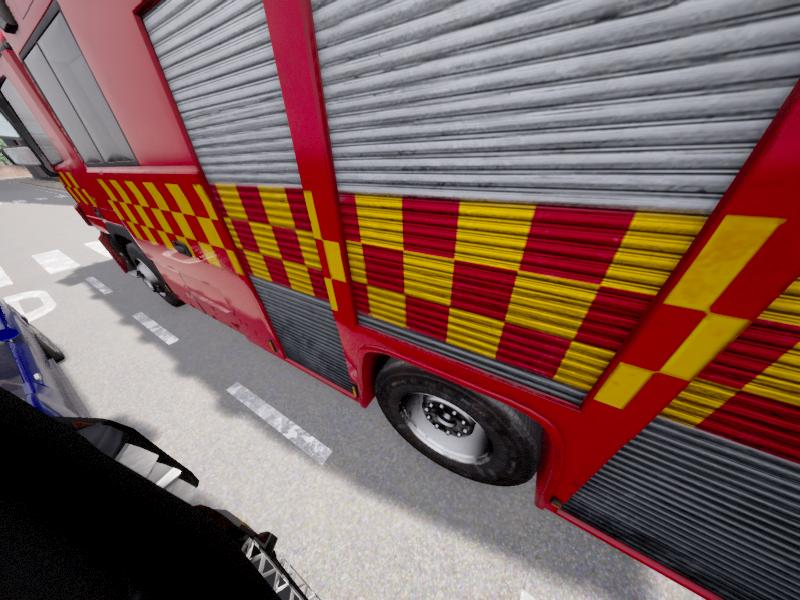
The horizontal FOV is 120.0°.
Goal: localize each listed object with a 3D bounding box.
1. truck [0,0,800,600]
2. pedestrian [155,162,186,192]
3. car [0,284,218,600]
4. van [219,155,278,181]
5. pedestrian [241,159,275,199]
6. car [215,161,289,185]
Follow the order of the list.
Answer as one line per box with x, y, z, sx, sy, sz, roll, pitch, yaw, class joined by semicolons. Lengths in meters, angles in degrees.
-1.189;-1.507;2.851;8.468;3.827;2.891;16;38;26;truck
-17.052;-9.143;17.216;0.751;1.860;0.751;17;39;28;pedestrian
-3.697;1.054;1.476;4.718;1.301;1.895;16;38;26;car
-15.599;-13.859;24.130;1.775;1.987;4.442;16;38;26;van
-7.751;-6.618;12.688;0.751;1.860;0.751;18;39;28;pedestrian
-13.460;-11.862;21.492;2.033;1.411;5.357;16;38;26;car
